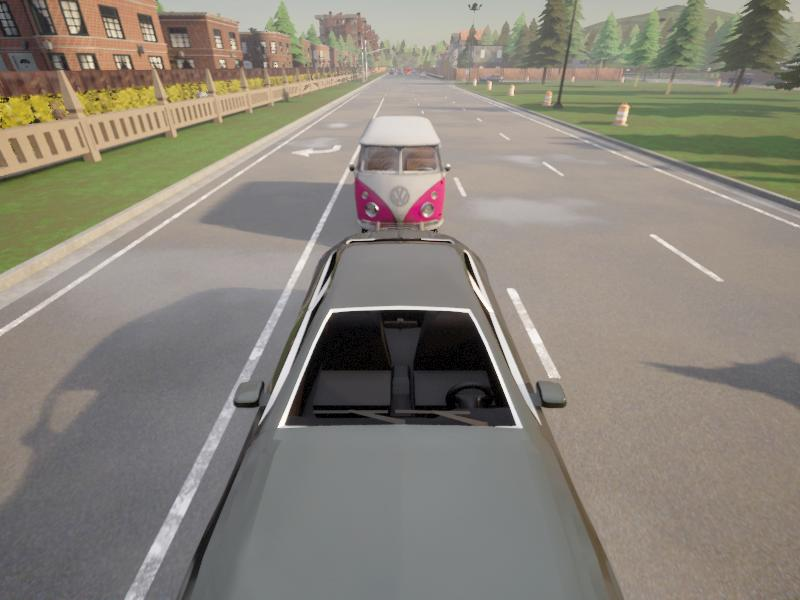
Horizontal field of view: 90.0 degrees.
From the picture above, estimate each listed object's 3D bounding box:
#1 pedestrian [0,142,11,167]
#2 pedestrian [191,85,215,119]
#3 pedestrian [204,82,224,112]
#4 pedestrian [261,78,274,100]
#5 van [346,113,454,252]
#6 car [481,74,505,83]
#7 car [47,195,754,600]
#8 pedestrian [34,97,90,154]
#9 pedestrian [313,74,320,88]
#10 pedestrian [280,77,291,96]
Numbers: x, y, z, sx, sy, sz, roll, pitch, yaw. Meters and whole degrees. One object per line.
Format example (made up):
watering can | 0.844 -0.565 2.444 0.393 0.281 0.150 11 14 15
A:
pedestrian | -13.483 -5.172 12.670 0.751 1.860 0.751 0 30 0
pedestrian | -12.359 -12.480 25.178 0.751 1.860 0.751 -2 30 -3
pedestrian | -13.450 -14.713 28.998 0.751 1.860 0.751 0 30 0
pedestrian | -13.062 -20.906 39.598 0.751 1.860 0.751 0 30 0
van | -0.004 -2.885 8.982 1.775 1.987 4.442 0 30 0
car | 20.201 -48.339 87.306 4.514 1.525 2.007 -7 31 -12
car | 0.003 0.656 3.293 2.152 1.651 5.027 0 30 0
pedestrian | -12.550 -6.497 14.938 0.751 1.860 0.751 1 30 1
pedestrian | -12.837 -33.700 61.505 0.751 1.860 0.751 -1 30 -1
pedestrian | -12.679 -23.589 44.190 0.751 1.860 0.751 -1 30 -1
